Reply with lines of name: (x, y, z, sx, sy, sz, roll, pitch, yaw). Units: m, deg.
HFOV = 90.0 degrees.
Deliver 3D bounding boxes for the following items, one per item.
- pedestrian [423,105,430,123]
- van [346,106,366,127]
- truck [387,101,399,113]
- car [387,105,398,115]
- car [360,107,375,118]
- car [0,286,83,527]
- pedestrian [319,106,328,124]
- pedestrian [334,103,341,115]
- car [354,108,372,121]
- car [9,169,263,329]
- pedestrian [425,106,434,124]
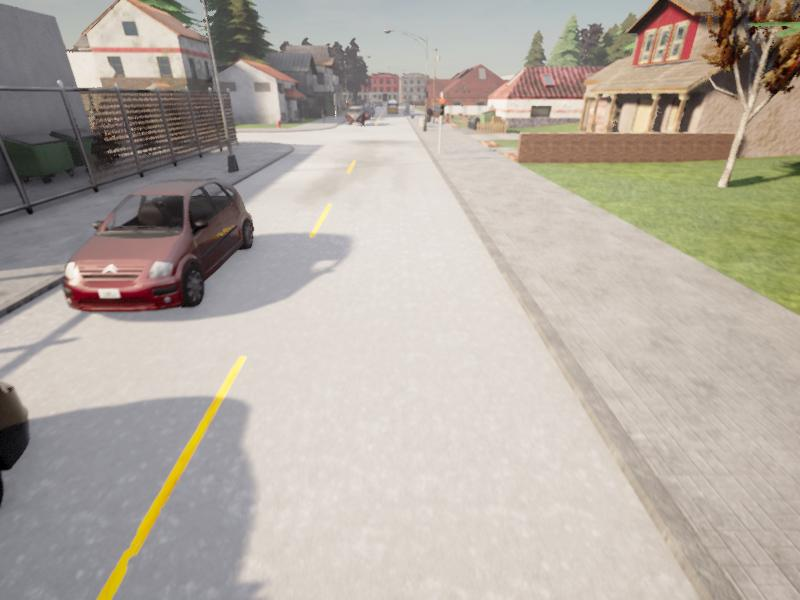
pedestrian: (3.133, -21.923, 47.225, 0.751, 1.860, 0.751, 0, 27, 1)
van: (-4.778, -20.220, 44.016, 1.775, 1.987, 4.442, 0, 27, -1)
truck: (-1.459, -39.442, 81.488, 2.390, 2.098, 6.274, 0, 27, -1)
car: (-1.270, -33.997, 71.460, 1.882, 1.535, 5.008, 0, 27, -1)
car: (-5.121, -29.779, 63.385, 1.994, 1.385, 4.181, 0, 27, -1)
car: (-4.075, 1.820, 1.294, 1.930, 1.638, 5.238, -1, 27, -1)
pedestrian: (-8.553, -20.718, 44.836, 0.751, 1.860, 0.751, -5, 28, -10)
pedestrian: (-10.203, -31.107, 65.144, 0.751, 1.860, 0.751, 8, 28, 16)
car: (-4.954, -25.024, 53.914, 2.007, 1.525, 4.514, 0, 27, -1)
car: (-4.107, -1.213, 7.262, 1.851, 1.617, 3.988, 0, 27, -1)
pedestrian: (3.343, -20.923, 45.271, 0.751, 1.860, 0.751, -4, 27, -7)
